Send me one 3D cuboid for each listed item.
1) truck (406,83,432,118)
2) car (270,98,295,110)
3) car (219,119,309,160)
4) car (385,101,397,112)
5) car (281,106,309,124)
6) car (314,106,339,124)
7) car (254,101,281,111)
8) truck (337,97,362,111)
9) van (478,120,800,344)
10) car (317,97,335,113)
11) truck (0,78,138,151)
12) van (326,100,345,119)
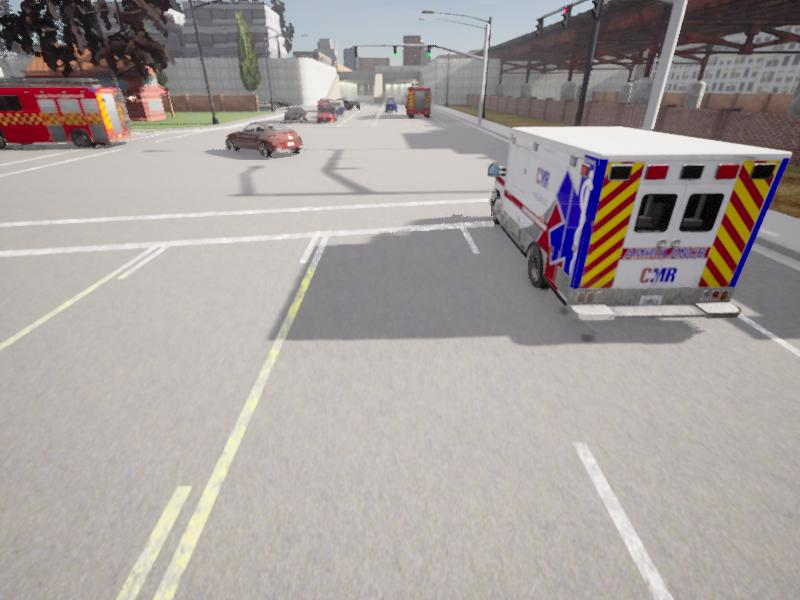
[{"bbox_3d":[2.340,-26.343,52.736,2.891,3.827,8.468,-1,28,-1],"label":"truck"},{"bbox_3d":[-21.126,-35.284,71.969,3.866,1.878,1.905,0,28,-2],"label":"car"},{"bbox_3d":[-7.623,-9.045,22.307,5.027,1.651,2.152,21,34,35],"label":"car"},{"bbox_3d":[-1.421,-31.174,64.394,1.882,1.535,5.008,-1,28,-1],"label":"car"},{"bbox_3d":[-11.446,-20.325,43.921,1.837,1.490,4.892,-1,28,-1],"label":"car"},{"bbox_3d":[-7.940,-20.278,43.772,2.007,1.525,4.514,-1,28,-1],"label":"car"},{"bbox_3d":[-22.821,-33.436,68.928,3.806,1.475,1.970,-1,28,-2],"label":"car"},{"bbox_3d":[-8.608,-33.209,67.716,2.390,2.098,6.274,-11,30,-22],"label":"truck"},{"bbox_3d":[3.393,-1.951,7.756,2.351,2.431,6.366,-1,27,-1],"label":"van"},{"bbox_3d":[-11.611,-30.708,63.042,2.150,2.045,5.566,-2,28,-5],"label":"car"},{"bbox_3d":[-22.007,-11.519,24.800,8.468,3.827,2.891,-3,28,-4],"label":"truck"},{"bbox_3d":[-8.103,-24.096,50.527,1.775,1.987,4.442,-1,28,-1],"label":"van"}]
